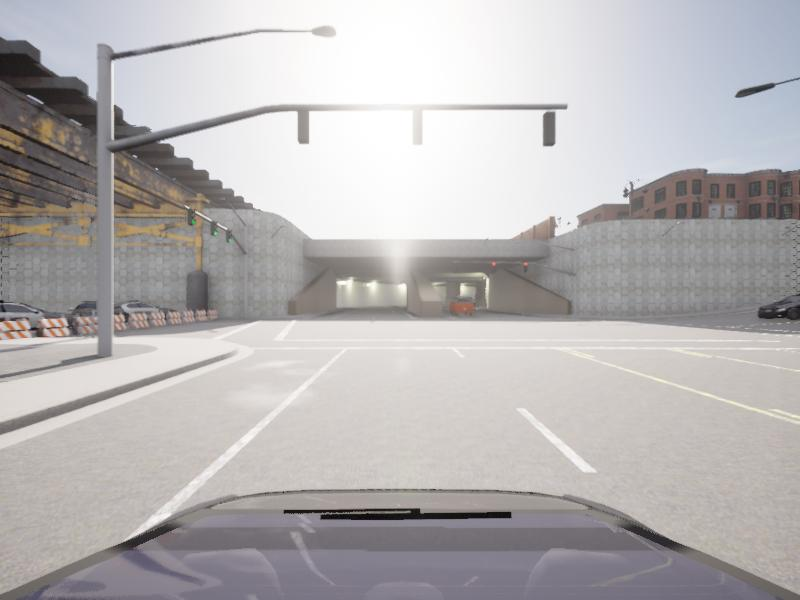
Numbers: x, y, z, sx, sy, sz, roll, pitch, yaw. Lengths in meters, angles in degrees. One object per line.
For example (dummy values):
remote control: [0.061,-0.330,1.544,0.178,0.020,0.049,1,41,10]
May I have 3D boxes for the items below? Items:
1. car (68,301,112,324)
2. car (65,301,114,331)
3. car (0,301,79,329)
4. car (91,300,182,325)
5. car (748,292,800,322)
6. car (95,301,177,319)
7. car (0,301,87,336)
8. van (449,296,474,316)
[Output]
car: [-17.717,0.646,22.993,1.853,1.218,4.536,0,0,-36]
car: [-17.686,0.804,22.951,2.038,1.542,4.974,0,0,-36]
car: [-17.709,0.645,18.306,1.853,1.218,4.536,0,0,44]
car: [-18.477,0.806,28.318,2.038,1.542,4.974,0,0,29]
car: [25.437,0.342,25.280,4.974,1.542,2.038,-6,0,0]
car: [-18.501,0.648,28.272,1.853,1.218,4.536,0,0,29]
car: [-17.674,0.802,18.343,2.038,1.542,4.974,0,0,44]
van: [6.288,0.613,41.397,1.775,1.987,4.442,0,0,-1]
